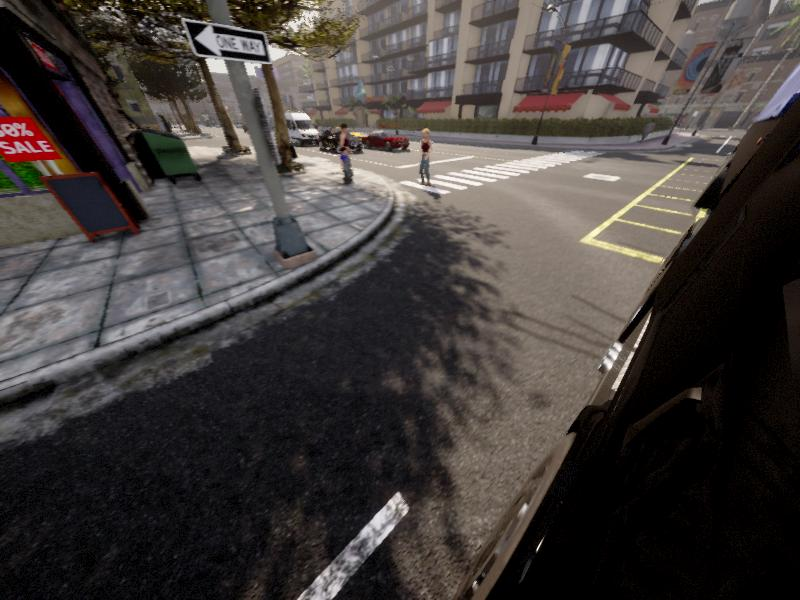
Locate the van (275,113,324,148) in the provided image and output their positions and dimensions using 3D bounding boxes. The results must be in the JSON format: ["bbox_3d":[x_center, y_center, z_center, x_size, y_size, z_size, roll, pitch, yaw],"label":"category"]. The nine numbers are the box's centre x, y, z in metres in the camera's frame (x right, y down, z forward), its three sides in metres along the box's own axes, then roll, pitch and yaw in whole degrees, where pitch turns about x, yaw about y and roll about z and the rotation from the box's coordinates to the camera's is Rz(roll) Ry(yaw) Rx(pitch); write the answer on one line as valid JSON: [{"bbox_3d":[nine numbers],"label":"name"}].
[{"bbox_3d":[-10.128,-17.167,23.256,1.988,2.561,5.915,-28,46,-31],"label":"van"}]

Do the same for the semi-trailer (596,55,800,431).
[{"bbox_3d":[8.758,-3.496,4.270,14.254,4.402,2.717,-27,46,-30],"label":"semi-trailer"}]

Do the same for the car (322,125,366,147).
[{"bbox_3d":[-5.789,-16.987,23.794,1.801,1.575,5.366,-28,46,-31],"label":"car"}]

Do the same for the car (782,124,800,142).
[{"bbox_3d":[46.335,-19.134,26.425,4.902,1.511,2.128,-27,46,-30],"label":"car"}]

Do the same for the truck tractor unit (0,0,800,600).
[{"bbox_3d":[2.645,-0.295,0.351,6.516,4.208,3.053,-28,43,-30],"label":"truck tractor unit"}]

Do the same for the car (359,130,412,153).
[{"bbox_3d":[-1.306,-13.641,19.754,1.895,1.301,4.718,-28,46,-31],"label":"car"}]

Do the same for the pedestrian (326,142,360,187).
[{"bbox_3d":[-2.007,-4.863,8.297,0.751,1.300,0.751,12,40,15],"label":"pedestrian"}]

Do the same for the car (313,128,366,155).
[{"bbox_3d":[-4.989,-13.048,18.850,1.837,1.490,4.892,-28,46,-31],"label":"car"}]

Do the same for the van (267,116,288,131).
[{"bbox_3d":[-27.640,-39.799,52.106,1.988,2.561,5.915,-28,46,-31],"label":"van"}]

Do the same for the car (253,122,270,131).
[{"bbox_3d":[-30.498,-38.120,50.827,1.837,1.490,4.892,-28,46,-31],"label":"car"}]

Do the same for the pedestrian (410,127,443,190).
[{"bbox_3d":[0.938,-5.215,8.529,0.751,1.860,0.751,-29,47,-32],"label":"pedestrian"}]

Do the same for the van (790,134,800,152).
[{"bbox_3d":[34.953,-13.574,18.645,6.366,2.431,2.351,-28,46,-30],"label":"van"}]

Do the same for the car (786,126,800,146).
[{"bbox_3d":[40.815,-16.326,22.776,4.856,1.649,2.033,-28,46,-30],"label":"car"}]

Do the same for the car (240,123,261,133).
[{"bbox_3d":[-29.731,-34.241,45.876,2.128,1.511,4.902,-28,46,-31],"label":"car"}]

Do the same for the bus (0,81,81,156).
[{"bbox_3d":[-32.347,-12.804,16.390,10.273,4.253,3.944,-28,46,-30],"label":"bus"}]

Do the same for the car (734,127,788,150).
[{"bbox_3d":[32.345,-14.632,20.836,5.357,1.411,2.033,-28,46,-30],"label":"car"}]

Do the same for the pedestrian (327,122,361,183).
[{"bbox_3d":[-2.029,-5.475,8.623,0.751,1.860,0.751,5,38,6],"label":"pedestrian"}]

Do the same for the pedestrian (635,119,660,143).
[{"bbox_3d":[24.181,-16.511,22.587,0.751,1.860,0.751,-28,46,-30],"label":"pedestrian"}]

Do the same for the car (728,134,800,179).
[{"bbox_3d":[18.113,-6.353,10.276,1.970,1.475,3.806,-28,46,-31],"label":"car"}]
